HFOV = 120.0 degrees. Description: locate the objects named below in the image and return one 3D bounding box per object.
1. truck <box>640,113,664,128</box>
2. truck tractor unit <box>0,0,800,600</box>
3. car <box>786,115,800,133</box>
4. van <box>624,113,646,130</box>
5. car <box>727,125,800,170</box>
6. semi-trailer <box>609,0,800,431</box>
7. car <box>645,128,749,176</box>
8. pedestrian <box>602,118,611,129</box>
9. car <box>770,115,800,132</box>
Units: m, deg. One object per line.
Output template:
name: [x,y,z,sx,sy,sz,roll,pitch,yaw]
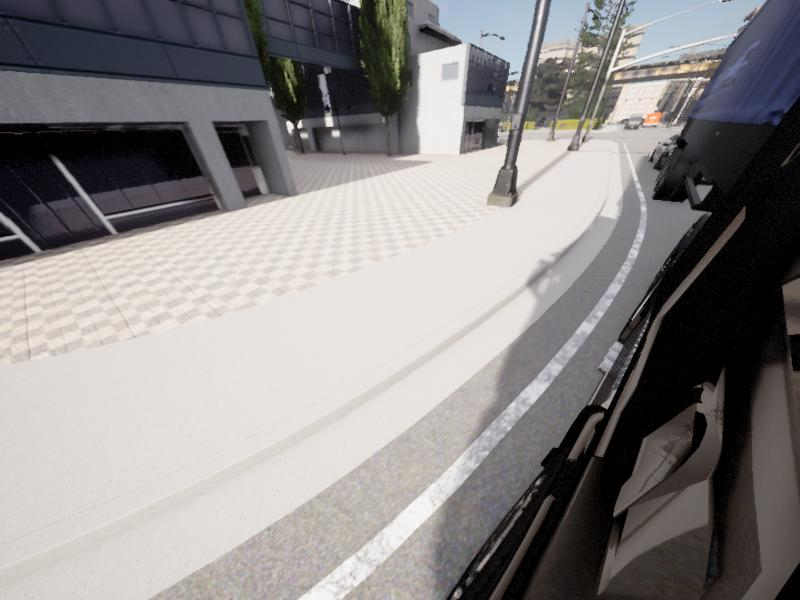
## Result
truck: [57.508,-41.174,52.922,2.627,2.467,5.204,22,43,29]
truck tractor unit: [2.645,-0.295,0.351,6.516,4.208,3.053,-28,44,-30]
car: [48.770,-19.827,25.876,5.238,1.638,1.930,22,44,29]
van: [46.581,-35.469,45.938,1.988,2.561,5.915,22,43,29]
car: [18.324,-7.429,11.141,1.845,1.501,3.633,22,43,29]
semi-trailer: [8.140,-3.937,4.706,2.717,4.402,14.254,27,46,34]
car: [14.186,-7.484,11.472,2.038,1.542,4.974,22,44,30]
pedestrian: [45.084,-38.609,50.497,0.751,1.860,0.751,-30,45,-32]
car: [50.593,-21.680,28.225,5.238,1.638,1.930,21,43,28]
